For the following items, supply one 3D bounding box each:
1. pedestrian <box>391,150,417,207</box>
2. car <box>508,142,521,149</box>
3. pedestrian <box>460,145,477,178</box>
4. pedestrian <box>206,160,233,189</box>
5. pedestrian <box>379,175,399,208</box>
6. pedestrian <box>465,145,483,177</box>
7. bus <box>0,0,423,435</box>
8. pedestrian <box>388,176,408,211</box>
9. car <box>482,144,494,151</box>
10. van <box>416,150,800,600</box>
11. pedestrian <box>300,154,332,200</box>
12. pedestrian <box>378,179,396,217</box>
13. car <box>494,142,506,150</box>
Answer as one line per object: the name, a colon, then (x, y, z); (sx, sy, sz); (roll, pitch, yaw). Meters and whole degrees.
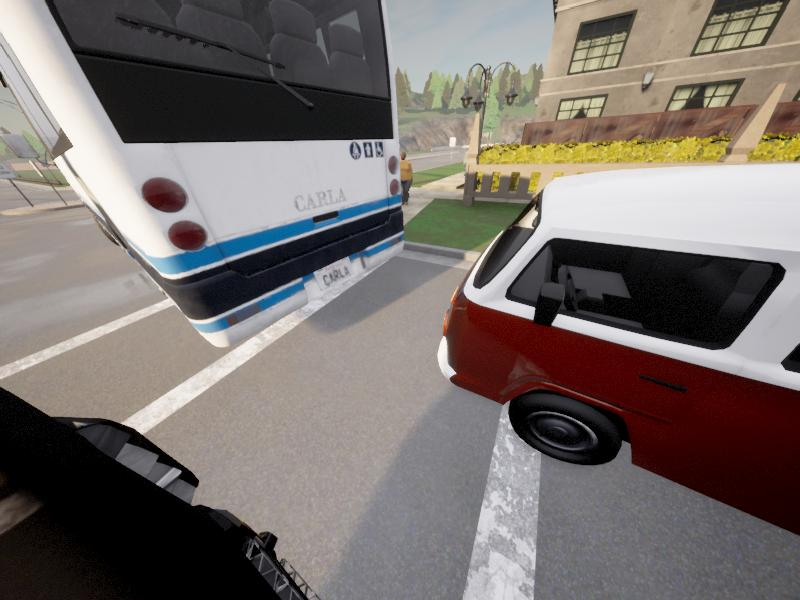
pedestrian: (0.181, -4.668, 8.957); (0.751, 1.860, 0.751); (9, 35, 17)
car: (35.874, -48.193, 72.057); (3.866, 1.878, 1.905); (-29, 42, -34)
pedestrian: (4.686, -9.454, 15.818); (0.751, 1.860, 0.751); (16, 38, 26)
pedestrian: (-14.009, -9.740, 17.963); (0.751, 1.860, 0.751); (16, 38, 26)
pedestrian: (-0.435, -4.262, 9.081); (0.500, 1.100, 0.500); (-30, 42, -34)
pedestrian: (5.204, -9.778, 16.265); (0.751, 1.860, 0.751); (18, 39, 28)
bus: (-4.949, -2.977, 4.963); (10.273, 4.253, 3.944); (21, 40, 31)
pedestrian: (-0.053, -3.935, 8.560); (0.500, 1.100, 0.500); (14, 37, 23)
car: (28.083, -48.624, 73.654); (1.816, 1.474, 4.193); (22, 41, 32)
van: (2.576, 0.313, 1.429); (4.480, 2.038, 2.069); (16, 38, 26)
pedestrian: (-3.984, -5.877, 11.046); (0.751, 1.860, 0.751); (14, 37, 24)
pedestrian: (-0.443, -3.503, 7.939); (0.500, 1.100, 0.500); (-7, 34, -6)
car: (31.326, -48.080, 72.232); (1.932, 1.855, 4.605); (22, 41, 32)
